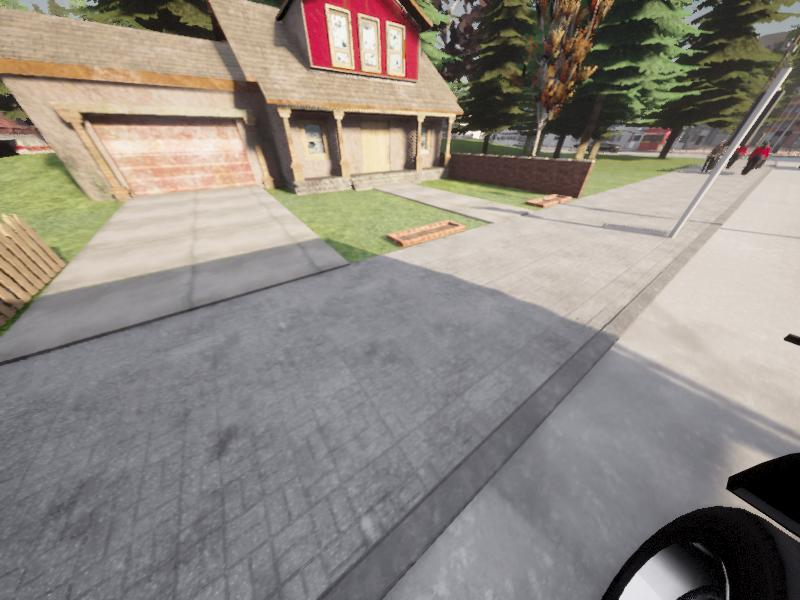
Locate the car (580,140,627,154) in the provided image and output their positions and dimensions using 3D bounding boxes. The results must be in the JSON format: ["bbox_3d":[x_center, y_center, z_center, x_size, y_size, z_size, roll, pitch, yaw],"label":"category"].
[{"bbox_3d":[32.839,-24.840,37.445,2.152,1.651,5.027,-22,41,-28],"label":"car"}]

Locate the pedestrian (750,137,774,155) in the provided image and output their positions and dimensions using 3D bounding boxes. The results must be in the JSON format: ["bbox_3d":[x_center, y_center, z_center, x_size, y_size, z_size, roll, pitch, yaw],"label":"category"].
[{"bbox_3d":[47.957,-20.416,30.620,0.751,1.860,0.751,19,40,25],"label":"pedestrian"}]

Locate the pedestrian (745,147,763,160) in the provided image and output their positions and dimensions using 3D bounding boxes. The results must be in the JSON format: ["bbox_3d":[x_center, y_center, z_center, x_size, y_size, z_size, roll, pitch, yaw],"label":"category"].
[{"bbox_3d":[37.157,-15.398,24.256,0.500,1.100,0.500,19,40,26],"label":"pedestrian"}]

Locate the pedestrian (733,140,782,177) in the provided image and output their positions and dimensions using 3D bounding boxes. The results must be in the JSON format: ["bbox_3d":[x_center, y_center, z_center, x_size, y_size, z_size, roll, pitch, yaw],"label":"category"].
[{"bbox_3d":[21.748,-8.622,14.115,0.751,1.860,0.751,-28,44,-33],"label":"pedestrian"}]

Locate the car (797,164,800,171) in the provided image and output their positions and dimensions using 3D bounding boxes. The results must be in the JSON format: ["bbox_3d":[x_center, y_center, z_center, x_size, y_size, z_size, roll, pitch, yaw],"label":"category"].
[{"bbox_3d":[32.640,-10.788,17.654,4.193,1.474,1.816,-23,41,-28],"label":"car"}]

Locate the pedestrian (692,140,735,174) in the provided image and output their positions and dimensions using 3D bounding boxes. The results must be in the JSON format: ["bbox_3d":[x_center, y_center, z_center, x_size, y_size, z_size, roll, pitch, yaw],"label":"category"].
[{"bbox_3d":[20.778,-9.491,15.356,0.751,1.860,0.751,-16,38,-21],"label":"pedestrian"}]

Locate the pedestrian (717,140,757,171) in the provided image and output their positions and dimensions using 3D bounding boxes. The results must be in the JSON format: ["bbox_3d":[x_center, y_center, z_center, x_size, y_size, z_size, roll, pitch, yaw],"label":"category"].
[{"bbox_3d":[24.171,-10.379,16.586,0.751,1.860,0.751,-21,40,-26],"label":"pedestrian"}]

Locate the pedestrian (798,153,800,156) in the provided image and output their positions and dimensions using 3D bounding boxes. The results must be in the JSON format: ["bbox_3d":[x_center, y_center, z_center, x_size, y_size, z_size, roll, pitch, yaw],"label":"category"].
[{"bbox_3d":[49.819,-18.584,28.008,0.751,1.860,0.751,-21,40,-26],"label":"pedestrian"}]

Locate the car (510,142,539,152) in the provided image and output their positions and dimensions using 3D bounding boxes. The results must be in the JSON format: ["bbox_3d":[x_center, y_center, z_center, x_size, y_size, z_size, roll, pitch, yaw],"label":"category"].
[{"bbox_3d":[25.084,-30.941,46.692,1.812,1.442,4.674,-22,41,-28],"label":"car"}]
